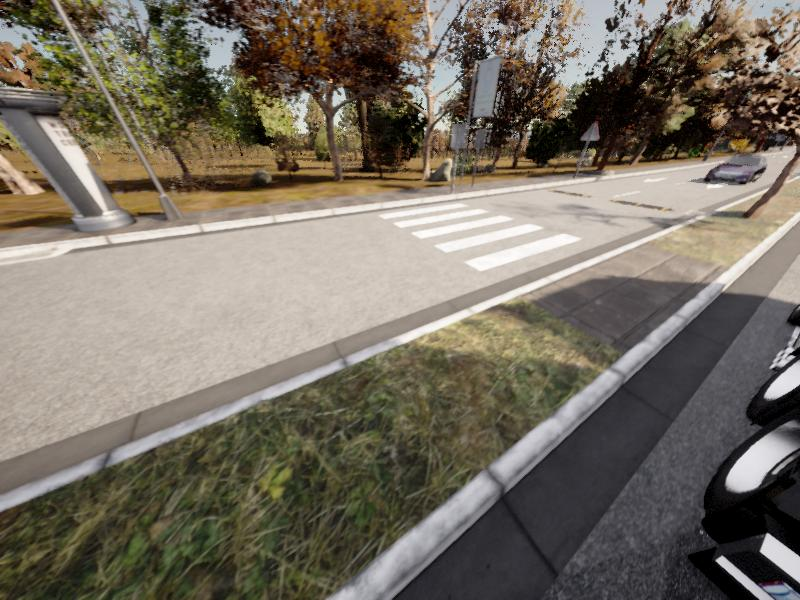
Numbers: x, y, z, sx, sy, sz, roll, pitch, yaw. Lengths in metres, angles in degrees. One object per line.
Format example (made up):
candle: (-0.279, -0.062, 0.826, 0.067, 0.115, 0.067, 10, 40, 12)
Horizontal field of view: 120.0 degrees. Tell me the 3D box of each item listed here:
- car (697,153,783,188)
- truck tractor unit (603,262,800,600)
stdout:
car: (22.807, -8.790, 15.518, 4.856, 1.649, 2.033, -18, 39, -24)
truck tractor unit: (5.109, -0.296, 0.806, 6.516, 4.208, 3.053, -18, 38, -25)
